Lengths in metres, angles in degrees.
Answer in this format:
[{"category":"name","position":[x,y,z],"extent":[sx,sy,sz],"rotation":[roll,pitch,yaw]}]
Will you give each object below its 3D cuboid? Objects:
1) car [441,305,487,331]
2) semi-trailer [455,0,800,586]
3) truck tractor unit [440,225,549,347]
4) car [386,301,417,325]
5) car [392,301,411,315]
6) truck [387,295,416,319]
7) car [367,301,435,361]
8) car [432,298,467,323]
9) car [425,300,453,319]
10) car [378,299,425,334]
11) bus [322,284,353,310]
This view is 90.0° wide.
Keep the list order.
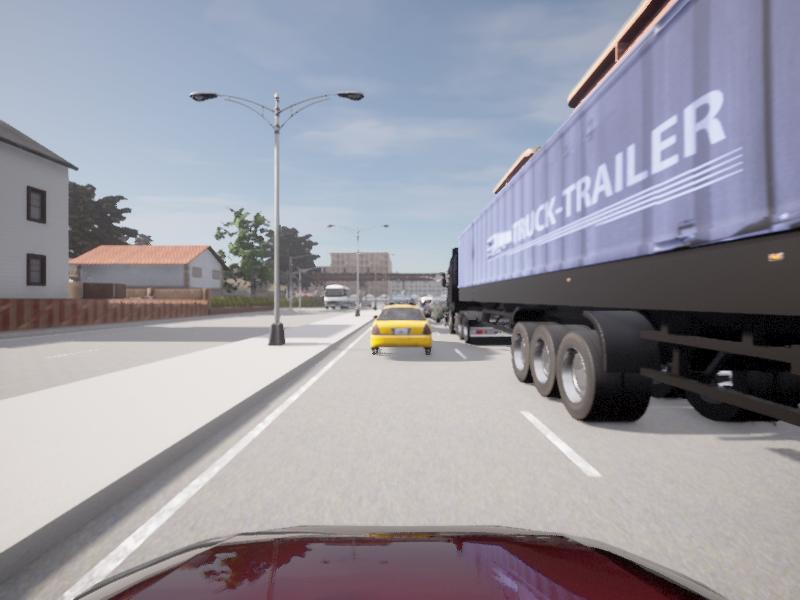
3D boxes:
[{"category":"car","position":[3.581,0.975,23.120],"extent":[1.895,1.301,4.718],"rotation":[0,0,0]},{"category":"semi-trailer","position":[3.586,-0.604,9.183],"extent":[2.717,4.402,14.254],"rotation":[0,0,0]},{"category":"truck tractor unit","position":[3.590,-0.476,17.105],"extent":[3.053,4.208,6.516],"rotation":[0,0,0]},{"category":"car","position":[0.098,0.864,28.196],"extent":[2.038,1.542,4.974],"rotation":[0,0,0]},{"category":"car","position":[0.163,0.887,45.740],"extent":[2.038,1.542,4.974],"rotation":[0,0,0]},{"category":"truck","position":[0.129,0.592,36.947],"extent":[2.390,2.098,6.274],"rotation":[0,0,0]},{"category":"car","position":[0.043,0.820,13.247],"extent":[1.801,1.575,5.366],"rotation":[0,0,0]},{"category":"car","position":[3.604,0.735,30.019],"extent":[2.097,1.767,4.553],"rotation":[0,0,0]},{"category":"car","position":[3.630,0.832,38.026],"extent":[2.152,1.651,5.027],"rotation":[0,0,0]},{"category":"car","position":[0.074,0.785,21.390],"extent":[2.242,1.667,4.611],"rotation":[0,0,0]},{"category":"bus","position":[-11.121,-0.432,72.452],"extent":[3.944,4.253,10.273],"rotation":[0,-1,0]}]
